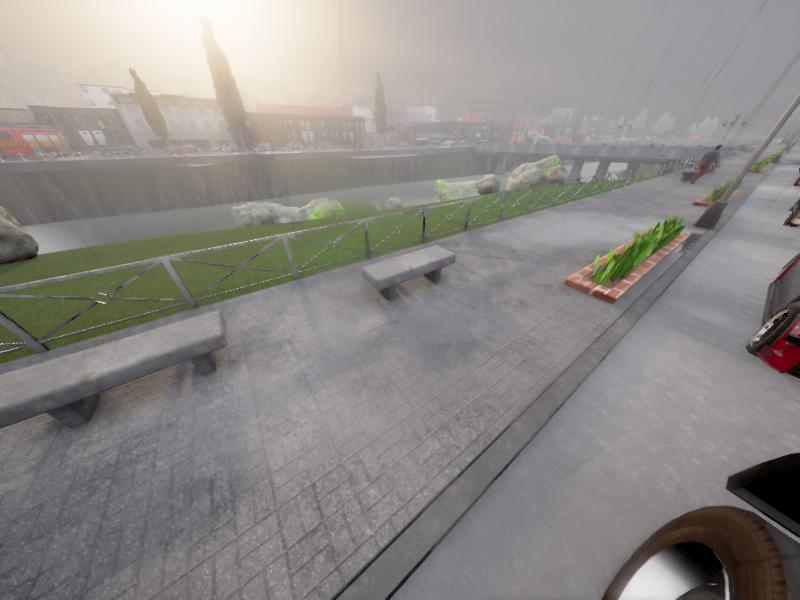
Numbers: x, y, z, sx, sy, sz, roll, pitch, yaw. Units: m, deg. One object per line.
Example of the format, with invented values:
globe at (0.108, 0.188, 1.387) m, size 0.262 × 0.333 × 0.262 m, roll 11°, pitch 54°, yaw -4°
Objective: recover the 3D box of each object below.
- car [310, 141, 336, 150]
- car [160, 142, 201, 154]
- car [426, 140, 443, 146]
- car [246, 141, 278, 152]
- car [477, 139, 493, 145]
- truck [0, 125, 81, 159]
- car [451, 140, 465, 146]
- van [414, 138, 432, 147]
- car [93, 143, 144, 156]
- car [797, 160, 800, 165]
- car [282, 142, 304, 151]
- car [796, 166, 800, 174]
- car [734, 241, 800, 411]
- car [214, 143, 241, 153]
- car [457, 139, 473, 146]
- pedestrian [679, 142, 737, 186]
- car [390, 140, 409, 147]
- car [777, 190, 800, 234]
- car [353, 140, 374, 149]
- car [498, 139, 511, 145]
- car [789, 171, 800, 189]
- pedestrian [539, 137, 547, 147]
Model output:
car at (-17.982, -36.381, 54.282) m, size 5.238 × 1.638 × 1.930 m, roll -22°, pitch 41°, yaw -28°
car at (-39.666, -27.546, 41.893) m, size 5.027 × 1.651 × 2.152 m, roll -22°, pitch 41°, yaw -28°
car at (10.552, -47.954, 70.621) m, size 5.008 × 1.535 × 1.882 m, roll -22°, pitch 41°, yaw -28°
car at (-28.739, -32.003, 48.134) m, size 5.238 × 1.638 × 1.930 m, roll -22°, pitch 41°, yaw -28°
car at (28.367, -52.434, 76.778) m, size 5.238 × 1.638 × 1.930 m, roll -22°, pitch 41°, yaw -28°
truck at (-53.977, -22.625, 33.084) m, size 8.468 × 3.827 × 2.891 m, roll -22°, pitch 41°, yaw -28°
car at (17.778, -48.022, 70.797) m, size 3.806 × 1.475 × 1.970 m, roll -22°, pitch 41°, yaw -28°
van at (6.421, -43.663, 64.123) m, size 4.480 × 2.038 × 2.069 m, roll -22°, pitch 41°, yaw -28°
car at (-46.201, -24.891, 38.160) m, size 4.856 × 1.649 × 2.033 m, roll -22°, pitch 41°, yaw -28°
car at (39.241, -13.442, 21.422) m, size 3.633 × 1.501 × 1.845 m, roll -22°, pitch 41°, yaw -28°
car at (-23.608, -34.021, 51.109) m, size 3.806 × 1.475 × 1.970 m, roll -22°, pitch 41°, yaw -28°
car at (30.769, -9.971, 16.598) m, size 4.193 × 1.474 × 1.816 m, roll -22°, pitch 41°, yaw -28°
car at (6.073, 0.138, 2.541) m, size 4.181 × 1.385 × 1.994 m, roll -22°, pitch 40°, yaw -28°
car at (-33.812, -29.867, 45.276) m, size 3.806 × 1.475 × 1.970 m, roll -22°, pitch 41°, yaw -28°
car at (21.599, -52.493, 76.905) m, size 5.238 × 1.638 × 1.930 m, roll -22°, pitch 41°, yaw -28°
pedestrian at (15.674, -6.944, 11.840) m, size 0.751 × 1.860 × 0.751 m, roll -4°, pitch 35°, yaw -6°
car at (-0.052, -43.660, 64.546) m, size 4.974 × 1.542 × 2.038 m, roll -22°, pitch 41°, yaw -28°
car at (13.415, -2.935, 6.674) m, size 4.514 × 1.525 × 2.007 m, roll -22°, pitch 41°, yaw -28°
car at (-9.380, -39.886, 59.198) m, size 4.856 × 1.649 × 2.033 m, roll -22°, pitch 41°, yaw -28°
car at (36.905, -55.862, 81.687) m, size 3.988 × 1.617 × 1.851 m, roll -22°, pitch 41°, yaw -28°
car at (22.781, -6.744, 12.021) m, size 4.514 × 1.525 × 2.007 m, roll -22°, pitch 41°, yaw -28°
pedestrian at (34.033, -37.646, 55.087) m, size 0.751 × 1.860 × 0.751 m, roll -18°, pitch 39°, yaw -23°
